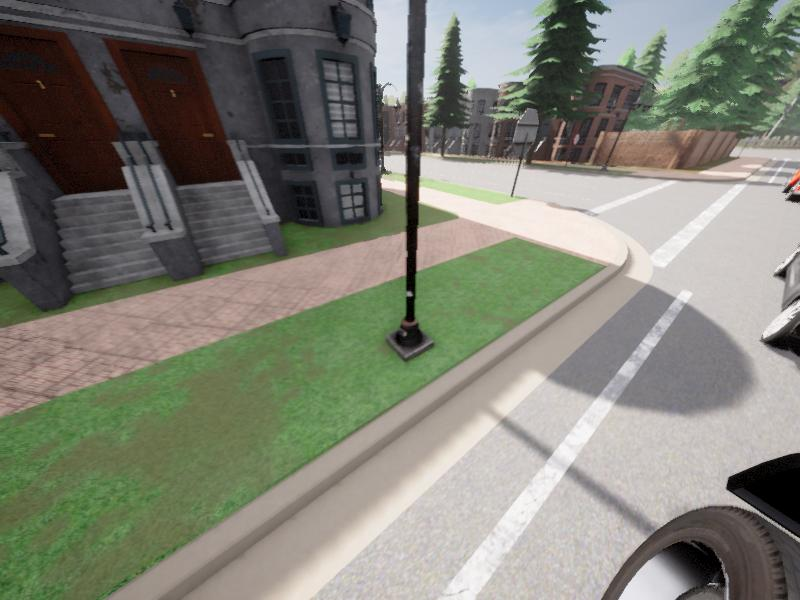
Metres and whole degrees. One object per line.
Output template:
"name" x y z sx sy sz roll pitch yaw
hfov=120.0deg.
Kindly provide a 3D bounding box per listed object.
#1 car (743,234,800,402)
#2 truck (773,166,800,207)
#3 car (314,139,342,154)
"car" 6.624 -0.209 2.743 5.238 1.638 1.930 -22 41 -28
"truck" 17.869 -5.115 8.910 5.204 2.467 2.627 -22 41 -28
"car" -12.672 -27.197 40.752 2.150 2.045 5.566 -27 43 -33
